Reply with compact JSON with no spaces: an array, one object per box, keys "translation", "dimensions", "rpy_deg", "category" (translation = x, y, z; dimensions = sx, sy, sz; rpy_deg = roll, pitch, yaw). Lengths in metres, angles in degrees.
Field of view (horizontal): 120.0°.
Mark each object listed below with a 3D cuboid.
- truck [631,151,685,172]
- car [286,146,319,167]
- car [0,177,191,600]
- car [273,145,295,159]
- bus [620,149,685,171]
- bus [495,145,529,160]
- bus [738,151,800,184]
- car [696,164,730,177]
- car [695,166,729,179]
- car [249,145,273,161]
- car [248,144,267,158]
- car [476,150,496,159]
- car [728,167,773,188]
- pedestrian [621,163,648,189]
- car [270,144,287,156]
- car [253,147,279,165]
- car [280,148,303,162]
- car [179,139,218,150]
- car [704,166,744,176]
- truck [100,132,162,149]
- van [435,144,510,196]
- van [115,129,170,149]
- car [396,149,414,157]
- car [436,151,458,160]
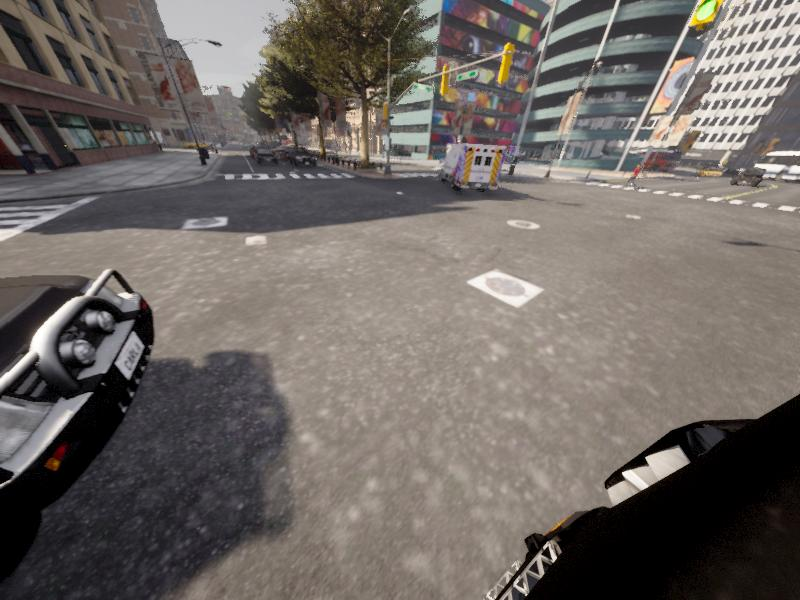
[{"translation":[58.846,-31.997,53.164],"dimensions":[2.891,3.827,8.468],"rpy_deg":[5,34,4],"category":"truck"},{"translation":[-10.735,-15.772,25.357],"dimensions":[2.242,1.667,4.611],"rpy_deg":[-16,38,-26],"category":"car"},{"translation":[-4.100,0.821,0.709],"dimensions":[4.605,1.855,1.932],"rpy_deg":[-16,38,-26],"category":"car"},{"translation":[-17.743,-22.601,35.241],"dimensions":[2.128,1.511,4.902],"rpy_deg":[-16,38,-26],"category":"car"},{"translation":[65.377,-36.725,60.394],"dimensions":[3.944,4.253,10.273],"rpy_deg":[-5,34,-12],"category":"bus"},{"translation":[41.873,-55.511,86.861],"dimensions":[3.944,4.253,10.273],"rpy_deg":[-16,38,-26],"category":"bus"},{"translation":[64.477,-22.138,38.371],"dimensions":[3.944,4.253,10.273],"rpy_deg":[16,36,19],"category":"bus"},{"translation":[59.748,-24.835,44.229],"dimensions":[1.905,1.878,3.866],"rpy_deg":[16,36,19],"category":"car"},{"translation":[51.798,-21.239,38.467],"dimensions":[1.801,1.575,5.366],"rpy_deg":[24,39,29],"category":"car"},{"translation":[-18.052,-19.067,29.885],"dimensions":[2.007,1.525,4.514],"rpy_deg":[-16,38,-26],"category":"car"},{"translation":[-21.371,-22.290,34.511],"dimensions":[1.837,1.490,4.892],"rpy_deg":[-16,38,-27],"category":"car"},{"translation":[27.004,-45.840,72.811],"dimensions":[2.435,2.045,5.566],"rpy_deg":[-16,38,-26],"category":"car"},{"translation":[40.690,-14.259,26.830],"dimensions":[3.866,1.878,1.905],"rpy_deg":[-17,38,-27],"category":"car"},{"translation":[19.893,-10.552,19.639],"dimensions":[0.751,1.860,0.751],"rpy_deg":[-18,39,-28],"category":"pedestrian"},{"translation":[-21.086,-25.933,39.912],"dimensions":[1.851,1.617,3.988],"rpy_deg":[-16,38,-26],"category":"car"},{"translation":[-14.667,-15.747,25.223],"dimensions":[1.812,1.442,4.674],"rpy_deg":[-16,38,-26],"category":"car"},{"translation":[-14.391,-19.236,30.564],"dimensions":[1.994,1.385,4.181],"rpy_deg":[-16,38,-26],"category":"car"},{"translation":[-40.278,-31.163,46.333],"dimensions":[1.801,1.575,5.366],"rpy_deg":[27,41,32],"category":"car"},{"translation":[68.577,-27.422,49.053],"dimensions":[2.038,1.542,4.974],"rpy_deg":[7,34,7],"category":"car"},{"translation":[-45.500,-27.155,39.433],"dimensions":[6.274,2.098,2.390],"rpy_deg":[-17,38,-27],"category":"truck"},{"translation":[4.310,-8.855,15.419],"dimensions":[2.351,2.431,6.366],"rpy_deg":[0,34,-6],"category":"van"},{"translation":[-46.724,-29.287,42.148],"dimensions":[5.915,2.561,1.988],"rpy_deg":[-18,39,-28],"category":"van"},{"translation":[1.240,-37.821,59.461],"dimensions":[2.161,1.482,4.786],"rpy_deg":[-16,38,-26],"category":"car"},{"translation":[10.640,-33.135,53.059],"dimensions":[2.128,1.511,4.902],"rpy_deg":[-16,38,-26],"category":"car"}]
